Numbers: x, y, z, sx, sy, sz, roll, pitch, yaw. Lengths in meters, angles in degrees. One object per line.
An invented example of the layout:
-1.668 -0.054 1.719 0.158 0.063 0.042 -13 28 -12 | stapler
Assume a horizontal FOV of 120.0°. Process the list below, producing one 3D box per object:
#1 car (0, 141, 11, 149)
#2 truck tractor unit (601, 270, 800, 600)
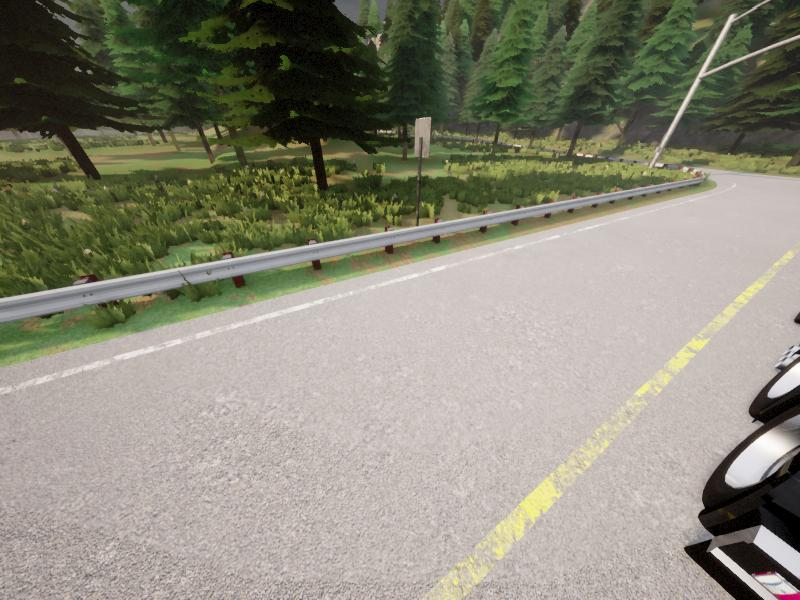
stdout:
-95.239 -35.716 53.330 5.008 1.535 1.882 -18 39 -25 | car
5.120 -0.292 0.767 6.516 4.208 3.053 -18 39 -24 | truck tractor unit
